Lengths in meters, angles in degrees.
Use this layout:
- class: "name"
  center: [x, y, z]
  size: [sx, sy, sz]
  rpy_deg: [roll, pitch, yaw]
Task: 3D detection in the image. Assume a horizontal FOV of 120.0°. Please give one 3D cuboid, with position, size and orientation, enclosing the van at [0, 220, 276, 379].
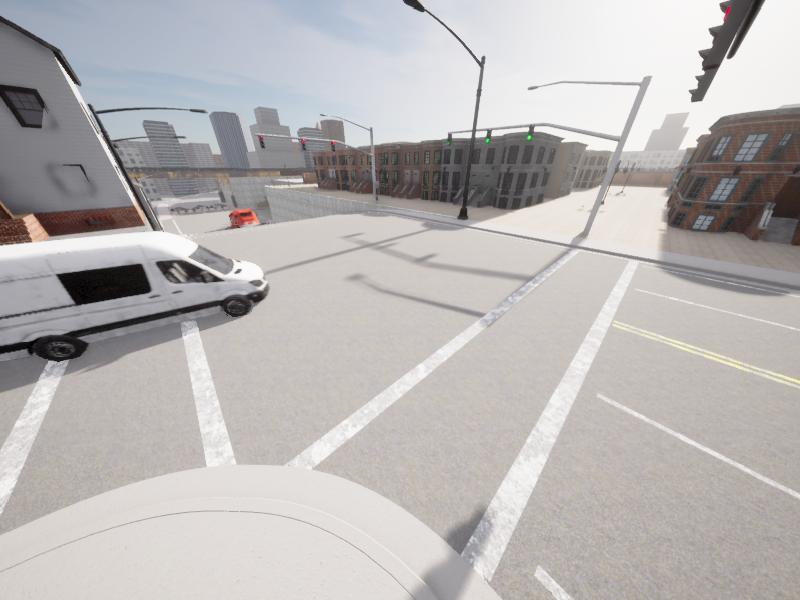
- class: "van"
  center: [-7.258, -0.474, 6.594]
  size: [5.915, 2.561, 1.988]
  rpy_deg: [-17, 34, -27]

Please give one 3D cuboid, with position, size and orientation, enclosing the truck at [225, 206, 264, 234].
- class: "truck"
  center: [-19.671, -10.014, 29.188]
  size: [2.627, 2.467, 5.204]
  rpy_deg: [-27, 26, -37]
